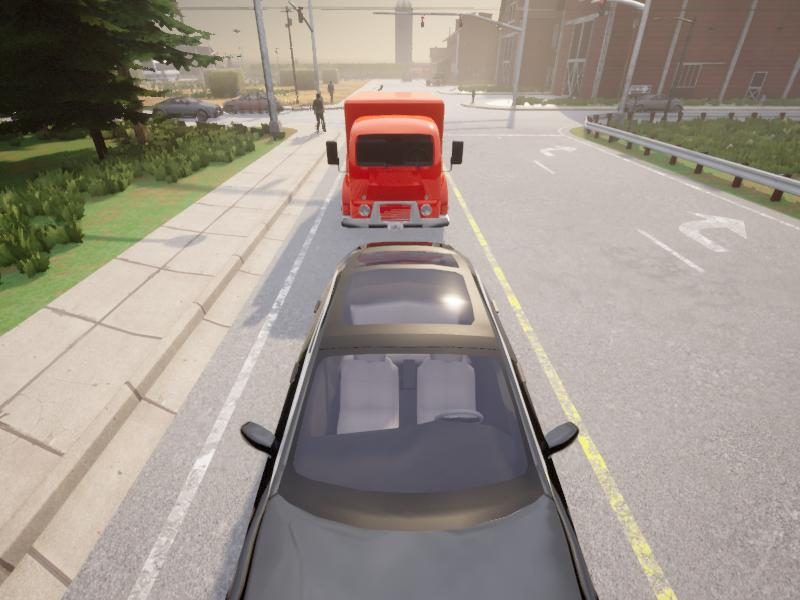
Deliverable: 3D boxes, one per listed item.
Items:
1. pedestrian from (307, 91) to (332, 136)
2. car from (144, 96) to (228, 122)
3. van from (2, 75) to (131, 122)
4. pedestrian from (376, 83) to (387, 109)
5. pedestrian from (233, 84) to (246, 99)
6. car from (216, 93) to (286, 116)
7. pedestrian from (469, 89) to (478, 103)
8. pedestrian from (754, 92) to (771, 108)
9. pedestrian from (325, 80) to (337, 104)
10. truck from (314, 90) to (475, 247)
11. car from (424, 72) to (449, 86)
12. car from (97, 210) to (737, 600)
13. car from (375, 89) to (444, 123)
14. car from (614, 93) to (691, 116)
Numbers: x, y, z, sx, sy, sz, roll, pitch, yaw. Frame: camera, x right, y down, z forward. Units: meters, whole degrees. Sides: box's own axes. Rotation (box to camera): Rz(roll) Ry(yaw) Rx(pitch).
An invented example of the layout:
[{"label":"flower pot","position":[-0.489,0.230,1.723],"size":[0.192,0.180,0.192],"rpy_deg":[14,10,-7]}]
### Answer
[{"label":"pedestrian","position":[-3.800,-8.866,19.012],"size":[0.751,1.860,0.751],"rpy_deg":[7,31,12]},{"label":"car","position":[-13.948,-12.596,26.288],"size":[4.181,1.385,1.994],"rpy_deg":[0,30,0]},{"label":"van","position":[-21.433,-13.103,25.992],"size":[5.915,2.561,1.988],"rpy_deg":[0,30,0]},{"label":"pedestrian","position":[-1.526,-16.847,32.994],"size":[0.751,1.860,0.751],"rpy_deg":[-4,31,-7]},{"label":"pedestrian","position":[-16.266,-21.079,40.483],"size":[0.751,1.300,0.751],"rpy_deg":[-22,37,-33]},{"label":"car","position":[-10.798,-14.350,29.294],"size":[4.181,1.385,1.994],"rpy_deg":[0,30,0]},{"label":"pedestrian","position":[6.633,-18.382,36.073],"size":[0.500,1.100,0.500],"rpy_deg":[-19,35,-29]},{"label":"pedestrian","position":[29.096,-16.021,32.096],"size":[0.500,1.100,0.500],"rpy_deg":[1,30,2]},{"label":"pedestrian","position":[-6.054,-18.403,35.355],"size":[0.751,1.860,0.751],"rpy_deg":[-10,32,-17]},{"label":"truck","position":[-0.135,-3.420,9.424],"size":[2.627,2.467,5.204],"rpy_deg":[0,30,-1]},{"label":"car","position":[6.308,-37.971,68.882],"size":[1.905,1.878,3.866],"rpy_deg":[-31,40,-33]},{"label":"car","position":[0.060,0.761,3.240],"size":[2.128,1.511,4.902],"rpy_deg":[0,30,0]},{"label":"car","position":[0.545,-13.085,26.810],"size":[2.242,1.667,4.611],"rpy_deg":[-19,36,-30]},{"label":"car","position":[18.380,-14.347,29.306],"size":[4.181,1.385,1.994],"rpy_deg":[0,30,0]}]
